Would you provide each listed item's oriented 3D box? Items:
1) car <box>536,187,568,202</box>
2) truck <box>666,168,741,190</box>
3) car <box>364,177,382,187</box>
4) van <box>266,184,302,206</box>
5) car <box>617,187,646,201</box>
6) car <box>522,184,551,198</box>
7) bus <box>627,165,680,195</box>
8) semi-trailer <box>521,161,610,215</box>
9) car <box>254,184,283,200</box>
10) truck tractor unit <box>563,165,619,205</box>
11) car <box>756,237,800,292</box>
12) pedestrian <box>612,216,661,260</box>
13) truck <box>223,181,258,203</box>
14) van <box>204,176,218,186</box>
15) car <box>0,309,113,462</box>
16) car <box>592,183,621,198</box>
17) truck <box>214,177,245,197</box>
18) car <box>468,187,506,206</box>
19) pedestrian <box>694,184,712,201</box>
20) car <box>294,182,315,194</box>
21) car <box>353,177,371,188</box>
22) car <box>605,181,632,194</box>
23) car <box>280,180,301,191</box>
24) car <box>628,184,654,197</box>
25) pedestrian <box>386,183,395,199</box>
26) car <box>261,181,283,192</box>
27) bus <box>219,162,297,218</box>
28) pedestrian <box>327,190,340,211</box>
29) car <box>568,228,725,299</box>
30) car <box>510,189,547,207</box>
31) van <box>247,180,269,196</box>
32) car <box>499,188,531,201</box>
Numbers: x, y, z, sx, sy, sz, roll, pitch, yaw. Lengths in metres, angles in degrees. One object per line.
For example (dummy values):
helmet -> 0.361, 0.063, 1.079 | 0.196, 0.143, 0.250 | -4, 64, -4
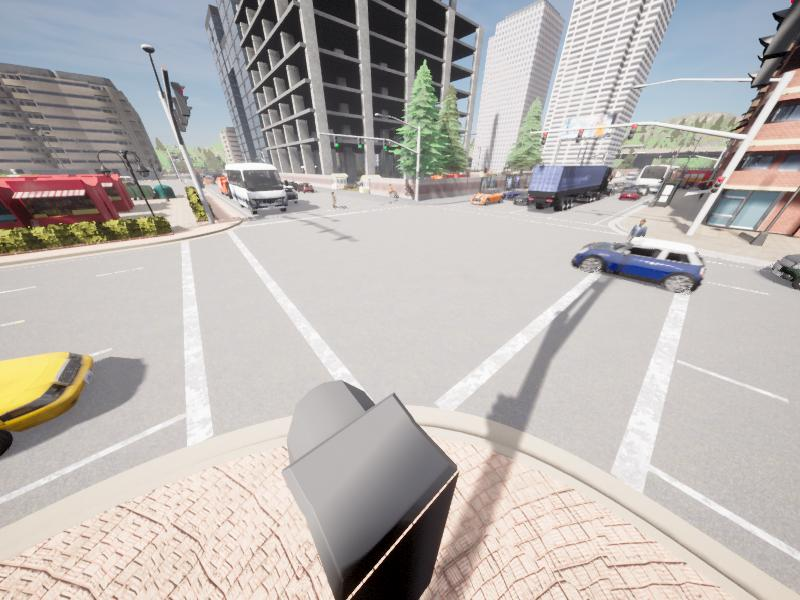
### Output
car -> 21.150, -14.728, 32.022 | 4.892, 1.490, 1.837 | -23, 37, -34
truck -> 61.357, -24.761, 47.069 | 8.468, 3.827, 2.891 | 6, 31, 11
car -> -5.875, -25.875, 50.553 | 1.905, 1.878, 3.866 | -23, 37, -34
van -> -14.139, -12.869, 28.144 | 2.069, 2.038, 4.480 | -26, 39, -38
car -> 32.365, -14.788, 32.251 | 4.181, 1.385, 1.994 | -24, 38, -35
car -> 21.384, -17.126, 36.131 | 5.008, 1.535, 1.882 | -23, 37, -34
bus -> 44.604, -21.247, 40.556 | 10.273, 4.253, 3.944 | -23, 37, -34
semi-trailer -> 18.774, -12.717, 25.615 | 14.254, 4.402, 2.717 | -23, 37, -34
car -> -18.829, -15.486, 33.095 | 2.152, 1.651, 5.027 | -23, 37, -34
truck tractor unit -> 24.840, -15.168, 30.065 | 6.516, 4.208, 3.053 | -23, 37, -34
car -> 16.197, -0.911, 7.920 | 3.705, 1.549, 1.789 | 21, 36, 32
pedestrian -> 11.319, -2.967, 11.133 | 0.751, 1.860, 0.751 | -8, 31, -14
truck -> -21.586, -14.612, 31.105 | 2.390, 2.098, 6.274 | -23, 37, -34
van -> -45.705, -28.766, 55.730 | 1.775, 1.987, 4.442 | -23, 37, -34
car -> -8.178, 2.036, 2.900 | 5.366, 1.575, 1.801 | -22, 36, -33
car -> 32.536, -17.274, 36.284 | 5.238, 1.638, 1.930 | -23, 37, -34
truck -> -26.810, -17.851, 36.338 | 2.627, 2.467, 5.204 | -23, 37, -34
car -> 10.696, -12.768, 28.325 | 4.553, 1.767, 2.097 | -23, 37, -34
pedestrian -> 38.801, -13.728, 29.570 | 0.751, 1.860, 0.751 | -23, 37, -34
car -> -16.556, -19.550, 40.149 | 1.851, 1.617, 3.988 | -23, 37, -34
car -> -8.128, -24.929, 48.916 | 1.905, 1.878, 3.866 | -23, 37, -34
car -> 38.199, -19.654, 40.376 | 4.611, 1.667, 2.242 | -23, 37, -34
car -> -21.386, -22.359, 45.084 | 1.882, 1.535, 5.008 | -23, 37, -34
car -> 37.711, -17.139, 36.085 | 3.988, 1.617, 1.851 | -23, 37, -34
pedestrian -> -1.280, -14.782, 31.285 | 0.751, 1.860, 0.751 | -24, 38, -36
car -> -23.690, -21.002, 42.761 | 2.128, 1.511, 4.902 | -23, 37, -34
bus -> -14.921, -11.711, 23.927 | 3.944, 4.253, 10.273 | -23, 37, -34
pedestrian -> -6.761, -10.180, 23.625 | 0.751, 1.860, 0.751 | 25, 39, 37
car -> 9.516, -1.684, 9.350 | 1.970, 1.475, 3.806 | -26, 38, -37
car -> 15.622, -12.414, 28.014 | 4.892, 1.490, 1.837 | -23, 37, -34
van -> -22.874, -18.026, 37.131 | 1.775, 1.987, 4.442 | -23, 37, -34
car -> 16.067, -14.798, 32.341 | 4.718, 1.301, 1.895 | -23, 37, -34
